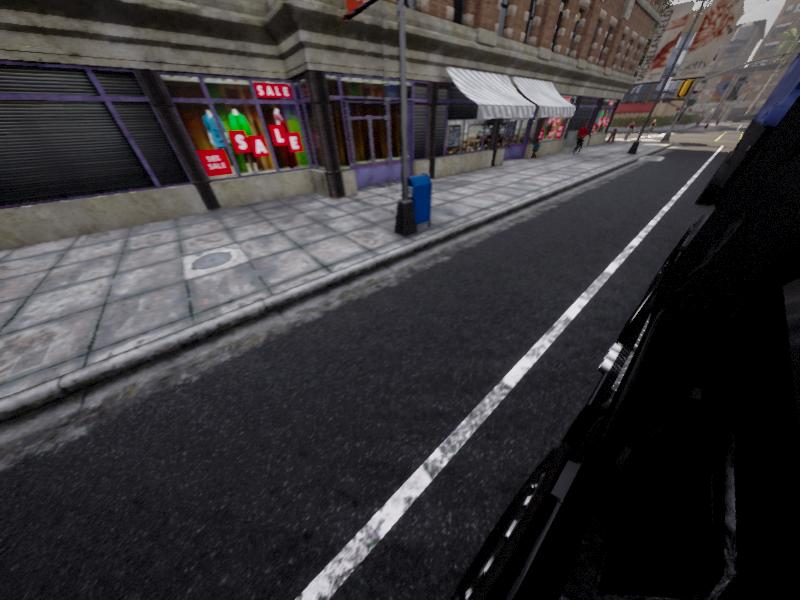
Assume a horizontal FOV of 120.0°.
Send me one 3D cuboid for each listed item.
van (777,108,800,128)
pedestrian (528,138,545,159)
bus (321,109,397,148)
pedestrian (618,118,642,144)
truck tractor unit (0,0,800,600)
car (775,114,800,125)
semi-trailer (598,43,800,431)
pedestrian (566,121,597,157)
[{"bbox_3d":[61.541,-28.155,35.667,6.366,2.431,2.351,-28,44,-30],"label":"van"},{"bbox_3d":[8.758,-9.722,14.853,0.500,1.100,0.500,-22,41,-24],"label":"pedestrian"},{"bbox_3d":[-5.756,-25.857,34.758,10.273,4.253,3.944,-28,44,-30],"label":"bus"},{"bbox_3d":[21.240,-15.616,21.374,0.751,1.860,0.751,-29,44,-30],"label":"pedestrian"},{"bbox_3d":[2.645,-0.295,0.351,6.516,4.208,3.053,-28,44,-30],"label":"truck tractor unit"},{"bbox_3d":[72.951,-33.816,43.333,4.902,1.511,2.128,-28,44,-30],"label":"car"},{"bbox_3d":[8.698,-3.594,4.244,14.254,4.402,2.717,-28,44,-30],"label":"semi-trailer"},{"bbox_3d":[11.933,-10.612,15.231,0.751,1.860,0.751,-23,41,-25],"label":"pedestrian"}]
